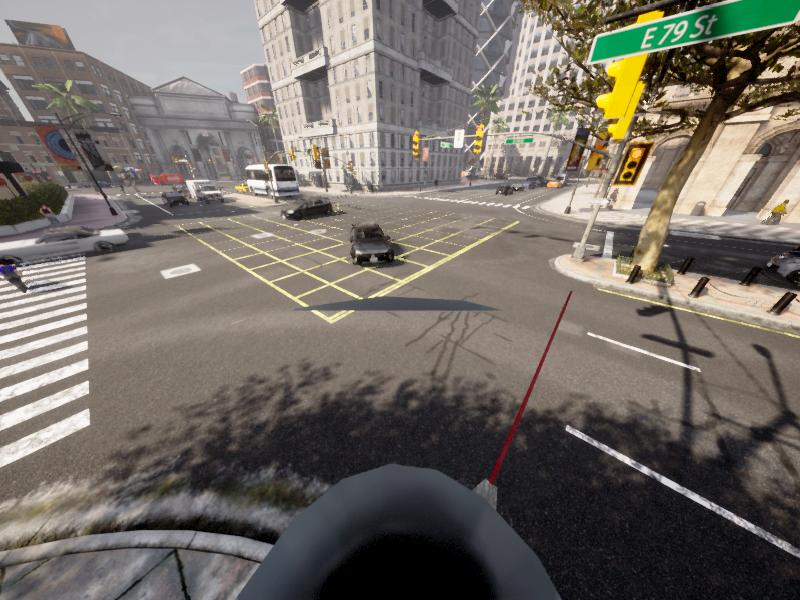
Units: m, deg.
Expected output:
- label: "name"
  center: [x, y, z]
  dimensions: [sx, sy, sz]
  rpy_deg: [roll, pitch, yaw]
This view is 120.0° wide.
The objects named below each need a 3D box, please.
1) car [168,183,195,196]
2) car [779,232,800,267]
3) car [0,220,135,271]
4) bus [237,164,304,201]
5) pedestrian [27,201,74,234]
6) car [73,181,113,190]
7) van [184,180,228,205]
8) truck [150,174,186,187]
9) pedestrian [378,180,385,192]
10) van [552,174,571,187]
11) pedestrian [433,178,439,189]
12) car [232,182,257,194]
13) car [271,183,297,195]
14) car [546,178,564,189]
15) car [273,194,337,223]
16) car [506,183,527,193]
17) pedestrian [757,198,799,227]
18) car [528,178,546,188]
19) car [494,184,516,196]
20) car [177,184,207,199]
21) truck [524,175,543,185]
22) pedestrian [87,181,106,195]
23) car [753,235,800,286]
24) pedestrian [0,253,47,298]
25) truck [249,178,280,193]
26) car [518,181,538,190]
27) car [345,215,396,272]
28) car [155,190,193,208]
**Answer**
- label: "car"
  center: [-36.557, -18.525, 38.581]
  dimensions: [4.902, 1.511, 2.128]
  rpy_deg: [23, 37, 34]
- label: "car"
  center: [20.631, -1.829, 9.804]
  dimensions: [4.181, 1.385, 1.994]
  rpy_deg: [23, 37, 34]
- label: "car"
  center: [-17.189, -2.853, 11.651]
  dimensions: [1.895, 1.301, 4.718]
  rpy_deg: [23, 37, 34]
- label: "bus"
  center: [-19.231, -17.526, 34.110]
  dimensions: [10.273, 4.253, 3.944]
  rpy_deg: [23, 37, 34]
- label: "pedestrian"
  center: [-22.909, -5.430, 15.197]
  dimensions: [0.751, 1.860, 0.751]
  rpy_deg: [-13, 33, -22]
- label: "car"
  center: [-63.128, -23.702, 47.612]
  dimensions: [1.812, 1.442, 4.674]
  rpy_deg: [23, 37, 34]
- label: "van"
  center: [-25.231, -14.113, 30.022]
  dimensions: [6.366, 2.431, 2.351]
  rpy_deg: [23, 37, 34]
- label: "truck"
  center: [-55.383, -28.658, 55.169]
  dimensions: [2.627, 2.467, 5.204]
  rpy_deg: [23, 37, 34]
- label: "pedestrian"
  center: [-3.209, -19.558, 39.667]
  dimensions: [0.751, 1.860, 0.751]
  rpy_deg: [-20, 35, -31]
- label: "van"
  center: [37.843, -28.026, 54.010]
  dimensions: [1.988, 2.561, 5.915]
  rpy_deg: [23, 37, 34]
- label: "pedestrian"
  center: [7.238, -23.353, 46.241]
  dimensions: [0.751, 1.860, 0.751]
  rpy_deg: [20, 35, 30]
- label: "car"
  center: [-27.676, -20.013, 41.088]
  dimensions: [5.366, 1.575, 1.801]
  rpy_deg: [23, 37, 34]
- label: "car"
  center: [-19.638, -18.838, 39.189]
  dimensions: [4.674, 1.442, 1.812]
  rpy_deg: [23, 37, 34]
- label: "car"
  center: [33.211, -24.960, 49.443]
  dimensions: [2.097, 1.767, 4.553]
  rpy_deg: [23, 37, 34]
- label: "car"
  center: [-8.324, -8.319, 20.744]
  dimensions: [2.242, 1.667, 4.611]
  rpy_deg: [23, 37, 34]
- label: "car"
  center: [21.378, -20.487, 42.194]
  dimensions: [1.895, 1.301, 4.718]
  rpy_deg: [23, 37, 34]
- label: "pedestrian"
  center: [27.544, -6.407, 16.889]
  dimensions: [0.751, 1.860, 0.751]
  rpy_deg: [23, 37, 34]
- label: "car"
  center: [30.644, -26.106, 51.601]
  dimensions: [2.152, 1.651, 5.027]
  rpy_deg: [23, 37, 34]
- label: "car"
  center: [17.189, -18.077, 37.842]
  dimensions: [1.816, 1.474, 4.193]
  rpy_deg: [23, 37, 34]
- label: "car"
  center: [-31.092, -16.241, 34.507]
  dimensions: [4.856, 1.649, 2.033]
  rpy_deg: [23, 37, 34]
- label: "truck"
  center: [34.985, -31.517, 60.496]
  dimensions: [2.390, 2.098, 6.274]
  rpy_deg: [24, 37, 35]
- label: "pedestrian"
  center: [-46.485, -17.098, 35.407]
  dimensions: [0.751, 1.860, 0.751]
  rpy_deg: [-9, 31, -15]
- label: "car"
  center: [16.907, -1.185, 8.528]
  dimensions: [3.633, 1.501, 1.845]
  rpy_deg: [23, 37, 34]
- label: "pedestrian"
  center: [-13.763, -0.875, 8.173]
  dimensions: [0.751, 1.300, 0.751]
  rpy_deg: [10, 32, 17]
- label: "truck"
  center: [-25.339, -21.541, 43.216]
  dimensions: [6.274, 2.098, 2.390]
  rpy_deg: [23, 37, 34]
- label: "car"
  center: [26.001, -23.250, 46.881]
  dimensions: [2.033, 1.411, 5.357]
  rpy_deg: [23, 37, 34]
- label: "car"
  center: [-1.656, -3.115, 11.873]
  dimensions: [2.007, 1.525, 4.514]
  rpy_deg: [-7, 31, -11]
- label: "car"
  center: [-27.136, -12.180, 27.707]
  dimensions: [5.357, 1.411, 2.033]
  rpy_deg: [23, 37, 34]
